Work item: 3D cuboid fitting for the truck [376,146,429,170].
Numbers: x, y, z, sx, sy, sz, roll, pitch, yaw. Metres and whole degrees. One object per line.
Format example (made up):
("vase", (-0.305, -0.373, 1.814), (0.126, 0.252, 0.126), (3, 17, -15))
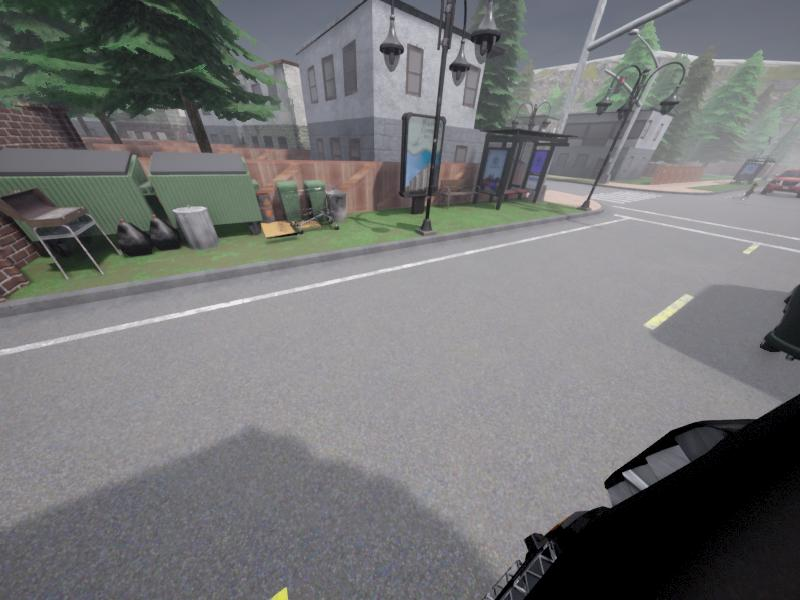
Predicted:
("truck", (0.124, -17.485, 28.355), (6.274, 2.098, 2.390), (27, 40, 31))

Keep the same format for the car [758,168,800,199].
("car", (34.579, -10.308, 20.294), (5.566, 2.045, 2.150), (-16, 38, -26))

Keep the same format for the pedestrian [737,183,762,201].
("pedestrian", (24.809, -7.693, 16.413), (0.500, 1.100, 0.500), (-21, 40, -31))

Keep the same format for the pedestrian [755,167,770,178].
("pedestrian", (70.831, -24.902, 45.176), (0.751, 1.860, 0.751), (-24, 42, -34))

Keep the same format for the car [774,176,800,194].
("car", (41.472, -12.001, 23.991), (4.181, 1.385, 1.994), (-16, 38, -26))

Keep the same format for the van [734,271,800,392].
("van", (6.835, -0.112, 2.851), (4.442, 1.987, 1.775), (-16, 38, -26))

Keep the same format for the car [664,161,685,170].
("car", (70.483, -34.392, 59.223), (4.605, 1.855, 1.932), (-17, 38, -27))
